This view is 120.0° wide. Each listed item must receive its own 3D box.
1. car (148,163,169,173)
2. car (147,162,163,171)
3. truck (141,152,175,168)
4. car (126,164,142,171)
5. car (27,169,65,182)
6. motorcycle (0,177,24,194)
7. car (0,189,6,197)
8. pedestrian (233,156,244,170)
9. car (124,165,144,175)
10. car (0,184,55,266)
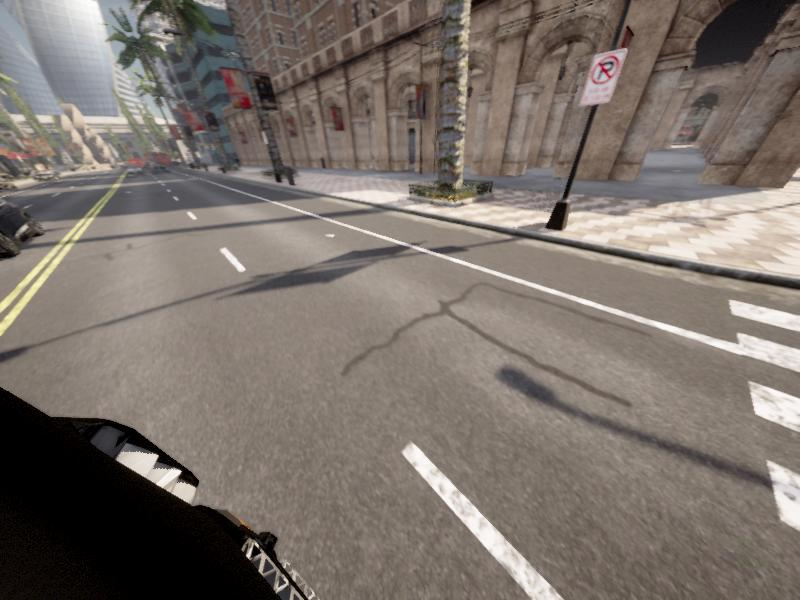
[{"bbox_3d":[-47.466,-26.046,45.407,2.128,1.511,4.902,-30,42,-35],"label":"car"},{"bbox_3d":[-56.242,-30.711,52.999,1.801,1.575,5.366,-30,42,-35],"label":"car"},{"bbox_3d":[-71.033,-41.400,68.121,2.891,3.827,8.468,-13,35,-14],"label":"truck"},{"bbox_3d":[-65.133,-32.546,56.660,1.895,1.301,4.718,-27,41,-32],"label":"car"},{"bbox_3d":[-55.917,-19.802,36.620,2.231,1.521,4.892,-30,42,-35],"label":"car"},{"bbox_3d":[-40.364,-11.588,23.370,0.764,1.277,2.356,-10,34,-11],"label":"motorcycle"},{"bbox_3d":[-35.325,-9.042,18.645,2.185,1.767,4.553,-30,42,-35],"label":"car"},{"bbox_3d":[-25.414,-21.615,36.344,0.751,1.860,0.751,-27,41,-32],"label":"pedestrian"},{"bbox_3d":[-48.194,-23.609,41.932,1.895,1.301,4.718,-30,42,-35],"label":"car"},{"bbox_3d":[-12.890,-2.165,6.722,2.033,1.649,4.856,-30,42,-34],"label":"car"}]
